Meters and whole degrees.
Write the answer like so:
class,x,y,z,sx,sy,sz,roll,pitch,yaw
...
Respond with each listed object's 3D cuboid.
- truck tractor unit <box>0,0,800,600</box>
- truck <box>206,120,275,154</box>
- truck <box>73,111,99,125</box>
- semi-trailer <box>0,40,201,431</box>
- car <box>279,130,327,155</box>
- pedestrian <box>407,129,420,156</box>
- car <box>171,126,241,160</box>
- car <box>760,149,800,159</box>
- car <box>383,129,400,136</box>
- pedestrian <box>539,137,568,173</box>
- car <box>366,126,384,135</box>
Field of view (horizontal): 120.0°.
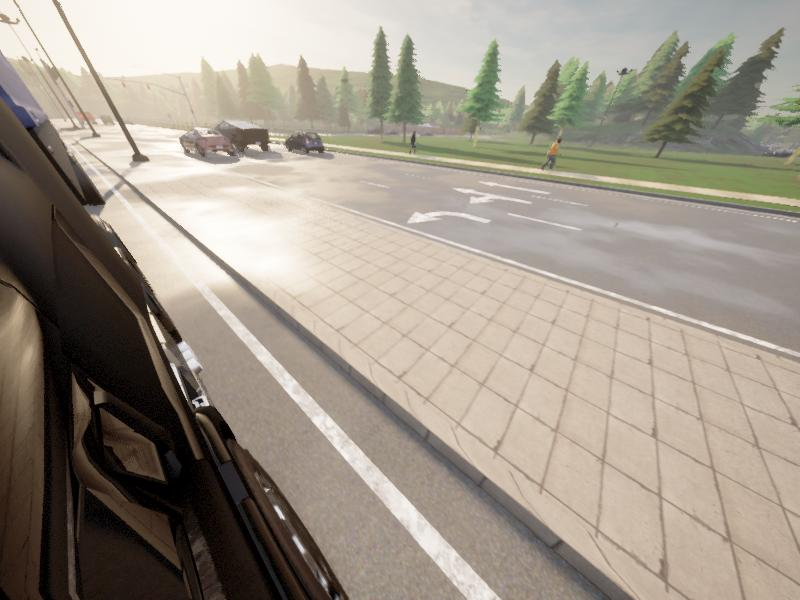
class,x,y,z,sx,sy,sz,roll,pitch,yaw
truck tractor unit,-2.645,-0.295,0.351,6.516,4.208,3.053,28,44,30
truck,-13.944,-14.299,20.145,6.274,2.098,2.390,28,44,29
truck,-76.826,-44.547,56.465,5.204,2.467,2.627,28,44,30
semi-trailer,-8.683,-3.606,4.254,14.254,4.402,2.717,28,44,30
car,-8.567,-14.009,20.486,3.988,1.617,1.851,28,44,30
pedestrian,1.170,-13.750,20.211,0.751,1.860,0.751,27,43,29
car,-14.130,-11.482,16.774,5.027,1.651,2.152,28,44,29
car,71.124,-27.180,43.023,4.718,1.301,1.895,2,37,-1
car,-2.448,-48.533,66.991,1.837,1.490,4.892,28,44,30
pedestrian,9.738,-9.238,14.700,0.751,1.860,0.751,29,44,31
car,-7.595,-51.736,70.514,2.150,2.045,5.566,28,44,30
